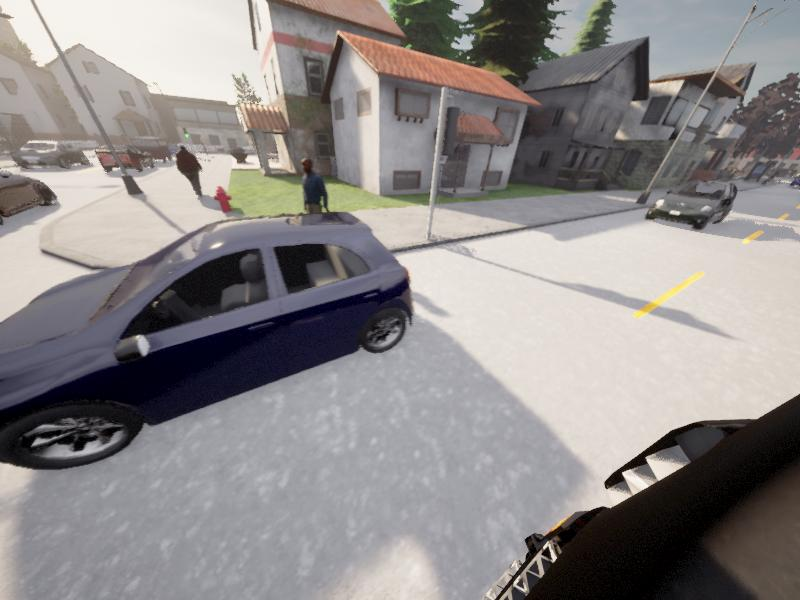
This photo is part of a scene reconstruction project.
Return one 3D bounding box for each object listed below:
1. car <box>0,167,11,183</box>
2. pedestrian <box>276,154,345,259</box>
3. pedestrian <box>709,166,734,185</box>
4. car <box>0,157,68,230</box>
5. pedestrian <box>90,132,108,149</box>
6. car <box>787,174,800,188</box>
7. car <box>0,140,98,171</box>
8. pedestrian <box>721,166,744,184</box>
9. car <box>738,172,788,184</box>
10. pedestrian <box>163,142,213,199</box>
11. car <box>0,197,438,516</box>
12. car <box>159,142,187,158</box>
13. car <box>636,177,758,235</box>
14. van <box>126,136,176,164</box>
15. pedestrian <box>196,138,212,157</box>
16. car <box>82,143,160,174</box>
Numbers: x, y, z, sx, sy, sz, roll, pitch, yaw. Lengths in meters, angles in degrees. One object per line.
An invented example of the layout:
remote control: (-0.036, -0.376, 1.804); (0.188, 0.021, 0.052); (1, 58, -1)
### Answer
car: (-18.654, -5.350, 8.872); (1.905, 1.878, 3.866); (-16, 38, -26)
pedestrian: (-1.785, -1.927, 4.824); (0.751, 1.860, 0.751); (20, 37, 24)
pedestrian: (36.588, -14.138, 26.281); (0.751, 1.860, 0.751); (-13, 37, -23)
car: (-11.869, -2.901, 6.181); (1.994, 1.385, 4.181); (-17, 39, -28)
pedestrian: (-41.526, -22.066, 31.903); (0.751, 1.860, 0.751); (-27, 44, -37)
car: (54.602, -15.986, 30.997); (4.514, 1.525, 2.007); (-16, 38, -27)
car: (-23.204, -9.688, 15.414); (2.128, 1.511, 4.902); (-16, 38, -26)
pedestrian: (42.086, -15.830, 29.269); (0.751, 1.860, 0.751); (-12, 36, -21)
car: (64.713, -21.883, 41.323); (1.895, 1.301, 4.718); (-23, 42, -34)
pedestrian: (-8.154, -5.021, 8.998); (0.751, 1.860, 0.751); (-15, 38, -25)
car: (-1.693, -0.041, 2.511); (3.633, 1.501, 1.845); (-16, 38, -26)
car: (-28.105, -18.755, 28.757); (1.816, 1.474, 4.193); (-19, 39, -30)
car: (12.196, -4.010, 9.529); (3.988, 1.617, 1.851); (-16, 38, -26)
van: (-22.751, -13.885, 21.359); (1.775, 1.987, 4.442); (-16, 38, -26)
pedestrian: (-24.358, -18.950, 28.739); (0.751, 1.860, 0.751); (22, 38, 26)
car: (-18.852, -9.820, 15.941); (2.007, 1.525, 4.514); (-16, 38, -26)
